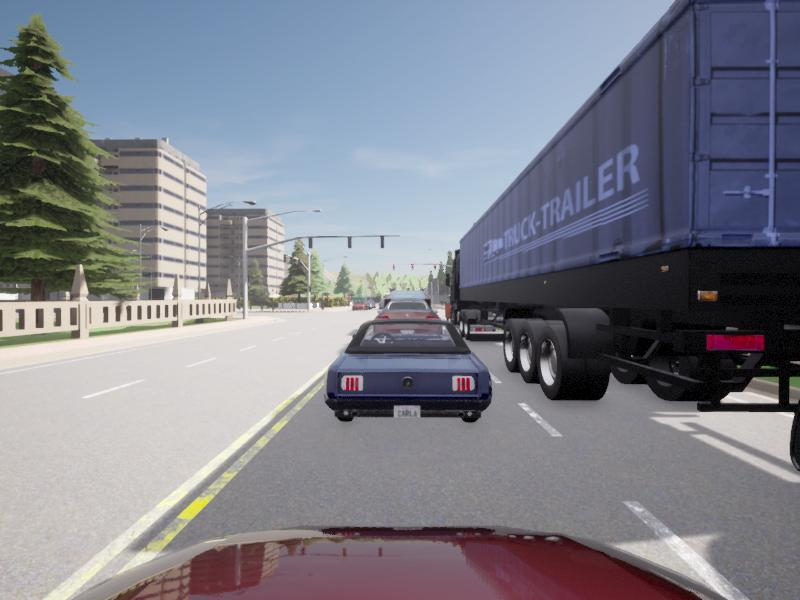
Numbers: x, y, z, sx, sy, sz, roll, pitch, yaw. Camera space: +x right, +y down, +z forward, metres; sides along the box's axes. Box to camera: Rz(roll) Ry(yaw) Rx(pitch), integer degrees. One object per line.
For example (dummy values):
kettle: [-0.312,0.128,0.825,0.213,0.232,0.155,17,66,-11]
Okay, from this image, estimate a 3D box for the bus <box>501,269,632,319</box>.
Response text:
bus: [14.796,-0.533,36.400,10.273,4.253,3.944,0,0,1]

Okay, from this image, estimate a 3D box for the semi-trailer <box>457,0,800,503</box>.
semi-trailer: [3.699,-0.618,10.202,2.717,4.402,14.254,0,0,1]

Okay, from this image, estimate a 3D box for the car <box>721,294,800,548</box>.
car: [3.508,0.780,0.593,1.930,1.638,5.238,0,0,1]

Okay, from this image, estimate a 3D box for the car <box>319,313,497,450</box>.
car: [0.126,0.944,6.620,1.895,1.301,4.718,0,0,1]

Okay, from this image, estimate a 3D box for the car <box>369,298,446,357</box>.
car: [0.260,0.780,13.741,2.152,1.651,5.027,0,0,1]

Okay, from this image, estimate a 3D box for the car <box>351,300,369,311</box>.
car: [-5.934,0.828,60.011,2.007,1.525,4.514,0,0,3]

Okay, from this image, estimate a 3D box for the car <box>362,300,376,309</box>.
car: [-5.621,0.776,73.228,2.033,1.649,4.856,0,0,1]

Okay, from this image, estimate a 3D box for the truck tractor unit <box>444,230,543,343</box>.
truck tractor unit: [3.842,-0.513,18.114,3.053,4.208,6.516,0,0,1]

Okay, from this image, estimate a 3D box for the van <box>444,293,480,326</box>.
van: [4.008,0.598,26.517,1.775,1.987,4.442,0,0,1]

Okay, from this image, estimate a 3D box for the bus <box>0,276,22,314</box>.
bus: [-49.263,-0.534,44.816,10.273,4.253,3.944,0,0,1]

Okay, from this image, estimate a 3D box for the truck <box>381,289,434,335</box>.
truck: [0.401,0.542,21.231,2.390,2.098,6.274,0,0,1]
